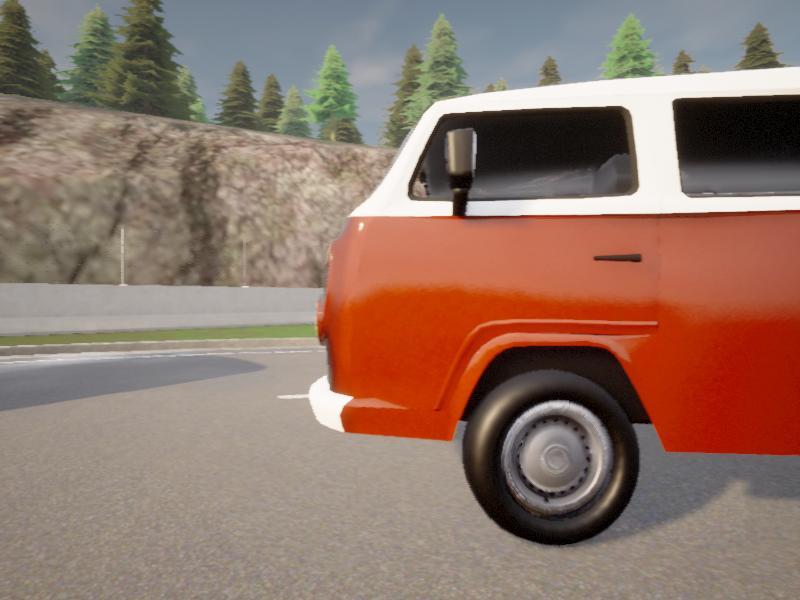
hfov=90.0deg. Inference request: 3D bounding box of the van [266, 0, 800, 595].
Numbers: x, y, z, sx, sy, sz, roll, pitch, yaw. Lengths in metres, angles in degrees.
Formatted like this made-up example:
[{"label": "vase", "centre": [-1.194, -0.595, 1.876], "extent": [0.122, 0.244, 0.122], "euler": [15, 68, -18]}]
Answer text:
[{"label": "van", "centre": [1.835, -0.041, 2.310], "extent": [4.480, 2.038, 2.069], "euler": [0, -1, 5]}]
